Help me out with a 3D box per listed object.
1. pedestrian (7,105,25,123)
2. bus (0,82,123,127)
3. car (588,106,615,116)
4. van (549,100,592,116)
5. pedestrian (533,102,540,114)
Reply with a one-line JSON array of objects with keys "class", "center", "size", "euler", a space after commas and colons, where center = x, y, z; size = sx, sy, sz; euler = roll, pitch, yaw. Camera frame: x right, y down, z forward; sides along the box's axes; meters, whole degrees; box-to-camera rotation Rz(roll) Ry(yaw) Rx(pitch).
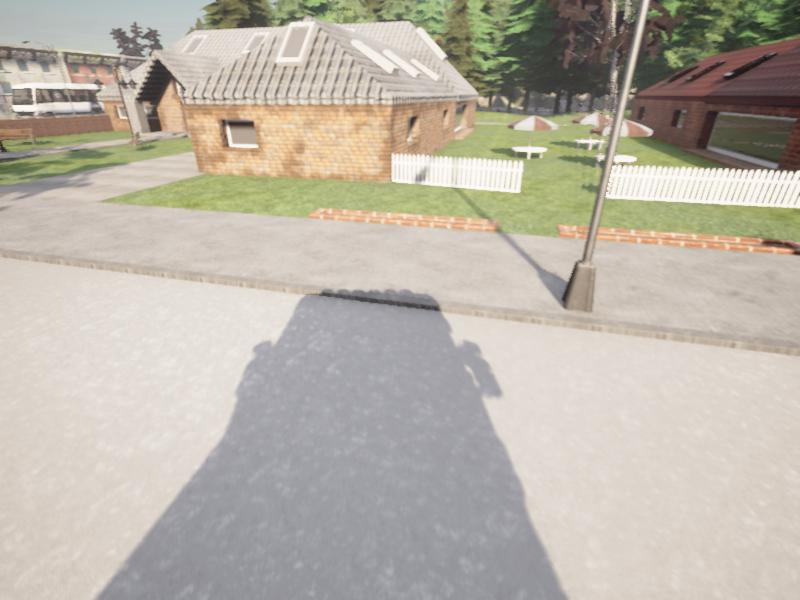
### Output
[{"class": "pedestrian", "center": [-45.967, -22.258, 47.906], "size": [0.751, 1.860, 0.751], "euler": [8, 28, 15]}, {"class": "bus", "center": [-39.217, -23.078, 47.067], "size": [3.944, 4.253, 10.273], "euler": [7, 28, 13]}, {"class": "car", "center": [35.949, -33.877, 71.551], "size": [3.806, 1.475, 1.970], "euler": [7, 28, 13]}, {"class": "van", "center": [29.393, -33.242, 69.182], "size": [6.366, 2.431, 2.351], "euler": [7, 28, 13]}, {"class": "pedestrian", "center": [22.599, -31.739, 66.137], "size": [0.751, 1.860, 0.751], "euler": [6, 28, 12]}]
